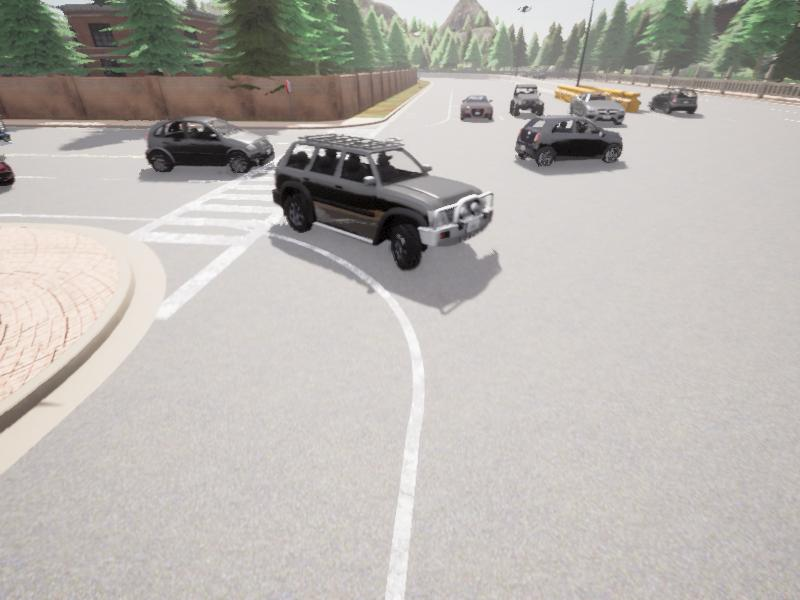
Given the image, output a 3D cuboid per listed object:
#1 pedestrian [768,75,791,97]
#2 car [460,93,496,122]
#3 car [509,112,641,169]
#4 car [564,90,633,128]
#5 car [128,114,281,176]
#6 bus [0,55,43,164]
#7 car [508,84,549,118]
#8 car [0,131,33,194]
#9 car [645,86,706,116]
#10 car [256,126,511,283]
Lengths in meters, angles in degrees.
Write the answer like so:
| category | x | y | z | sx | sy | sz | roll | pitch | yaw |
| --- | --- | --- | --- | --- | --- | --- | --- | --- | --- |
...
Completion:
| category | x | y | z | sx | sy | sz | roll | pitch | yaw |
| --- | --- | --- | --- | --- | --- | --- | --- | --- | --- |
| pedestrian | 37.287 | -21.031 | 39.314 | 0.751 | 1.860 | 0.751 | 4 | 31 | 7 |
| car | 5.015 | -12.644 | 26.209 | 1.994 | 1.385 | 4.181 | 3 | 30 | 6 |
| car | 6.064 | -5.708 | 14.177 | 3.633 | 1.501 | 1.845 | -6 | 31 | -9 |
| car | 11.799 | -11.674 | 24.214 | 2.152 | 1.651 | 5.027 | 3 | 31 | 6 |
| car | -6.403 | -5.283 | 13.526 | 3.988 | 1.617 | 1.851 | 2 | 30 | 5 |
| bus | -20.111 | -7.169 | 14.290 | 10.273 | 4.253 | 3.944 | 4 | 31 | 5 |
| car | 8.746 | -13.789 | 27.606 | 1.905 | 1.878 | 3.866 | 3 | 30 | 6 |
| car | -13.014 | -3.781 | 11.114 | 3.633 | 1.501 | 1.845 | 3 | 31 | 6 |
| car | 19.395 | -14.169 | 28.402 | 1.851 | 1.617 | 3.988 | 3 | 31 | 6 |
| car | -0.522 | -2.178 | 7.876 | 4.605 | 1.855 | 1.932 | 23 | 35 | 33 |
